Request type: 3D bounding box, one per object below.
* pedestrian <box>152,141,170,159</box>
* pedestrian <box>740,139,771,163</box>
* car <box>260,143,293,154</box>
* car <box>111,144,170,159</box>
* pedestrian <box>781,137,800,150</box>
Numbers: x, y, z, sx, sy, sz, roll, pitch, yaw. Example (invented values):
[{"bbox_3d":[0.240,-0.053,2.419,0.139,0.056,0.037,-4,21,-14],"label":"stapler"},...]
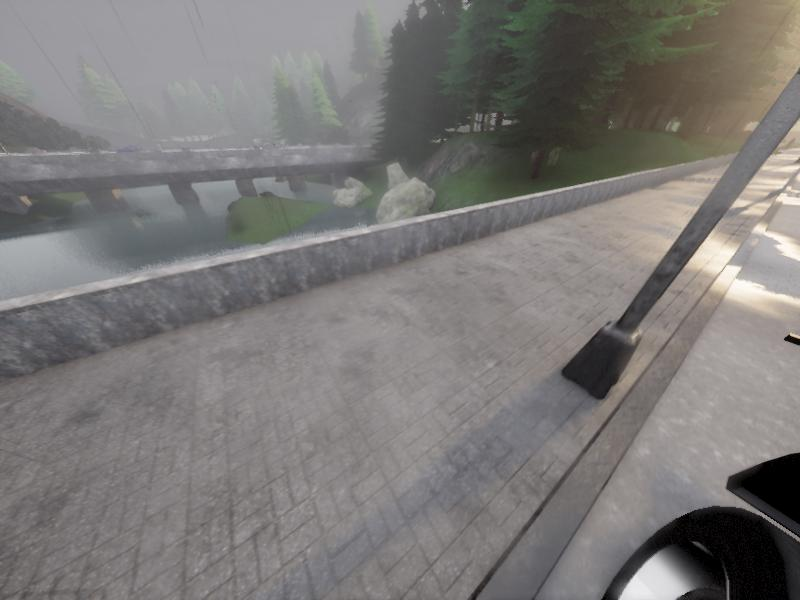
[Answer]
[{"bbox_3d":[-30.329,-19.084,29.344,0.751,1.860,0.751,-18,39,-23],"label":"pedestrian"},{"bbox_3d":[33.179,-13.947,21.581,0.751,1.860,0.751,-21,40,-26],"label":"pedestrian"},{"bbox_3d":[-21.171,-26.009,39.599,4.514,1.525,2.007,-21,40,-27],"label":"car"},{"bbox_3d":[-35.492,-20.443,31.810,5.008,1.535,1.882,-21,40,-27],"label":"car"},{"bbox_3d":[67.215,-26.957,39.759,0.751,1.860,0.751,-16,38,-21],"label":"pedestrian"}]
